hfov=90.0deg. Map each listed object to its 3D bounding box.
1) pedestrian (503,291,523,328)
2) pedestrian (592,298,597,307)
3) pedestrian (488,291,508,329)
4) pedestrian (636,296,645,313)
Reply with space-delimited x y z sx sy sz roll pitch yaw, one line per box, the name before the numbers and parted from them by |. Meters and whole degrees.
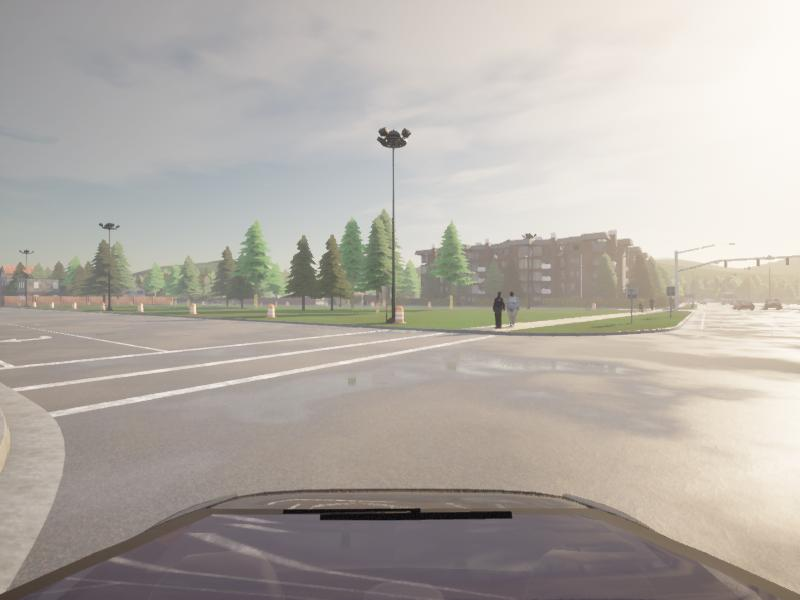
pedestrian | 5.781 0.485 20.499 0.751 1.860 0.751 0 0 41
pedestrian | 38.738 0.485 79.634 0.751 1.860 0.751 0 0 38
pedestrian | 4.882 0.485 19.837 0.751 1.860 0.751 0 0 34
pedestrian | 27.327 0.485 45.445 0.751 1.860 0.751 0 0 41
